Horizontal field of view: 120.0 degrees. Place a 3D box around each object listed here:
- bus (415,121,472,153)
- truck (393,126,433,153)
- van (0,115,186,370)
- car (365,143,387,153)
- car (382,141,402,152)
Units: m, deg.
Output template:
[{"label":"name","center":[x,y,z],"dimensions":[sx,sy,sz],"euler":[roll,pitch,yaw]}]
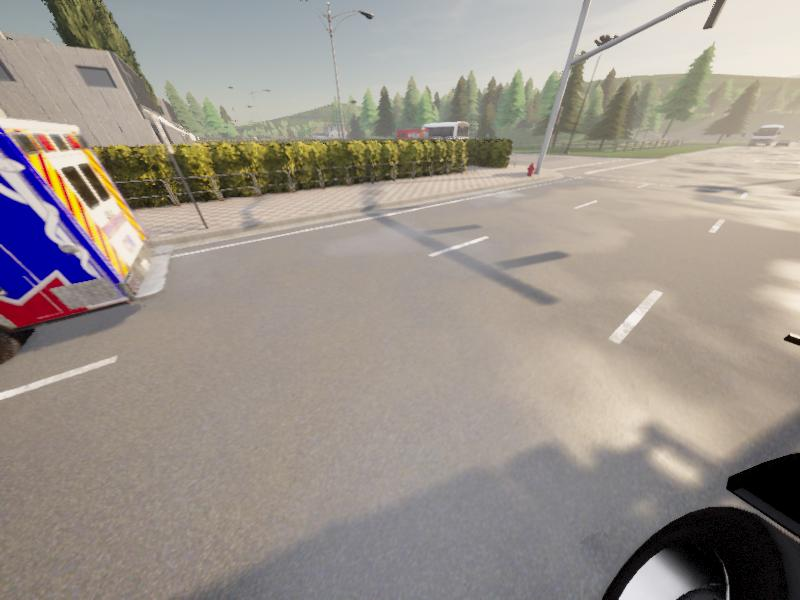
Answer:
[{"label":"bus","center":[7.405,-29.367,41.818],"dimensions":[3.944,4.253,10.273],"euler":[-22,40,-27]},{"label":"truck","center":[2.198,-30.106,43.278],"dimensions":[2.891,3.827,8.468],"euler":[-22,40,-27]},{"label":"van","center":[-6.674,-0.207,2.150],"dimensions":[6.366,2.431,2.351],"euler":[-22,41,-28]},{"label":"car","center":[-4.355,-27.478,41.670],"dimensions":[1.812,1.442,4.674],"euler":[-22,40,-27]},{"label":"car","center":[-1.551,-28.770,43.337],"dimensions":[1.851,1.617,3.988],"euler":[-22,40,-27]}]
